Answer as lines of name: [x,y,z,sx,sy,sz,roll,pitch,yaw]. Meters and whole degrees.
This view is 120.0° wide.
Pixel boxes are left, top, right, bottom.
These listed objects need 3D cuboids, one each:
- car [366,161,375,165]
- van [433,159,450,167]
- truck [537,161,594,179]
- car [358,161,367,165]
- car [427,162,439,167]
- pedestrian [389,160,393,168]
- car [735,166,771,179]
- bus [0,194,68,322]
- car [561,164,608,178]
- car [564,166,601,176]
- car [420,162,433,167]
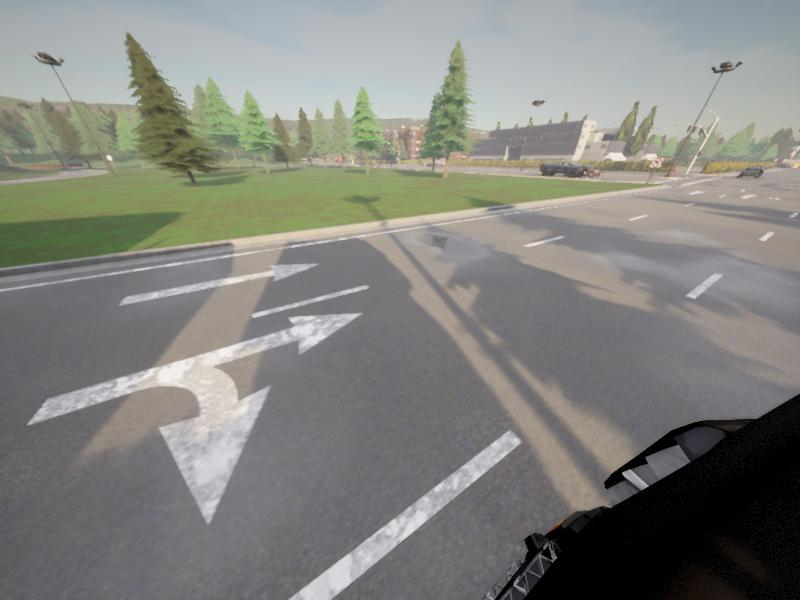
car: [-12.700,-59.010,99.562,2.033,1.649,4.856,-19,36,-28]
van: [15.288,-50.534,85.027,2.351,2.431,6.366,-17,35,-26]
truck: [24.653,-19.765,34.875,2.390,2.098,6.274,-17,35,-26]
car: [-16.006,-58.294,98.425,2.038,1.542,4.974,-19,36,-28]
car: [12.069,-49.371,84.048,1.812,1.442,4.674,-17,35,-26]
pedestrian: [-2.554,-38.046,64.649,0.751,1.860,0.751,-16,35,-25]
car: [52.423,-19.007,34.322,4.902,1.511,2.128,-18,36,-27]
bus: [-10.903,-0.131,0.408,10.273,4.253,3.944,-17,35,-26]
car: [28.266,-19.961,35.672,2.152,1.651,5.027,-17,35,-26]
car: [30.336,-21.592,38.602,1.994,1.385,4.181,-17,35,-26]
car: [9.439,-48.151,81.949,2.038,1.542,4.974,-17,35,-26]
